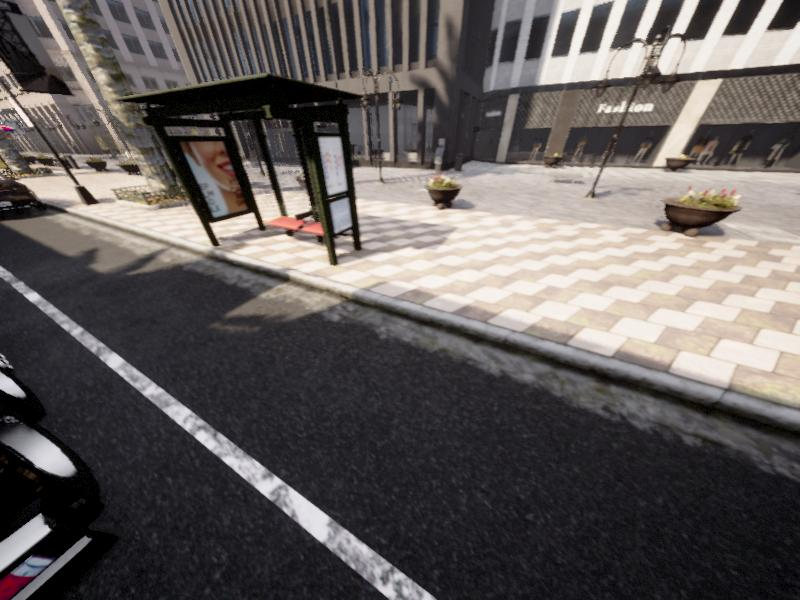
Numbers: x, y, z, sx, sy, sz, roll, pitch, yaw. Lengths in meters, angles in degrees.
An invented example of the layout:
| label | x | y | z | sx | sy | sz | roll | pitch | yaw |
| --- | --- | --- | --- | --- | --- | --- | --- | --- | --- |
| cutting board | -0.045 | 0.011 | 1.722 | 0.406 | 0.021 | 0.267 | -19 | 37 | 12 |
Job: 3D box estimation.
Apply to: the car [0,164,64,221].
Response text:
| label | x | y | z | sx | sy | sz | roll | pitch | yaw |
| --- | --- | --- | --- | --- | --- | --- | --- | --- | --- |
| car | -16.114 | -4.200 | 8.883 | 4.892 | 1.521 | 2.231 | 16 | 38 | 22 |

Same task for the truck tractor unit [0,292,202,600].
| label | x | y | z | sx | sy | sz | roll | pitch | yaw |
| --- | --- | --- | --- | --- | --- | --- | --- | --- | --- |
| truck tractor unit | -5.170 | -0.234 | 0.708 | 6.516 | 4.208 | 3.053 | 16 | 39 | 22 |
